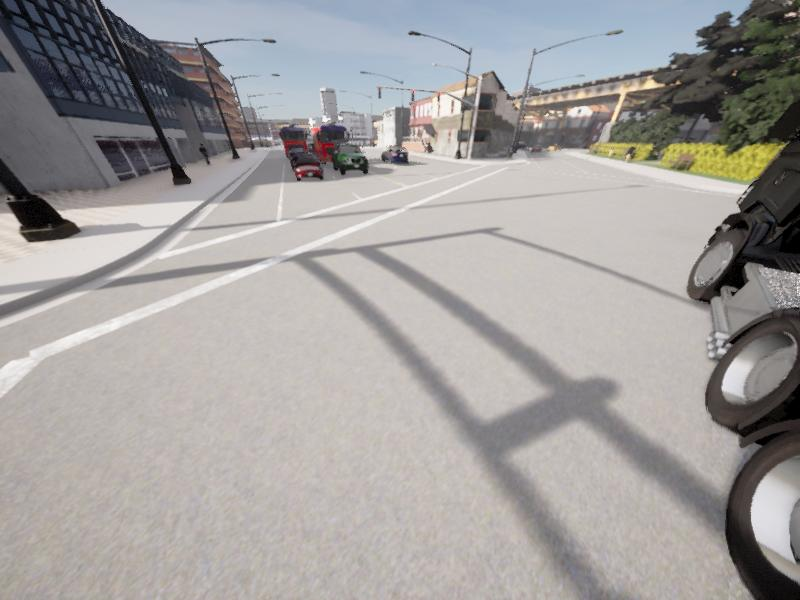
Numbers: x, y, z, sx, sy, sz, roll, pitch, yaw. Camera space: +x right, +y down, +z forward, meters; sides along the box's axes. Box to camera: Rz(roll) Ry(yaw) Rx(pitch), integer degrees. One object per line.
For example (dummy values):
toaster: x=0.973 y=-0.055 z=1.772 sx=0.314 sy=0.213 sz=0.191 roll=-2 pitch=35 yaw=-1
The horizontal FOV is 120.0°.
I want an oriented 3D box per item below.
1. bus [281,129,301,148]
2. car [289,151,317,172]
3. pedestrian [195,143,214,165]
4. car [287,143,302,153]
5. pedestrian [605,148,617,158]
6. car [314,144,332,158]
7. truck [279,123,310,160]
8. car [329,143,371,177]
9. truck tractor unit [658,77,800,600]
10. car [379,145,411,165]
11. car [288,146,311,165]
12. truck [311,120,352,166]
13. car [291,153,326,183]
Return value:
bus: x=-30.724 y=-45.413 z=65.185 sx=3.944 sy=4.253 sz=10.273 roll=-13 pitch=36 yaw=-18
car: x=-9.250 y=-13.230 z=21.916 sx=1.994 sy=1.385 sz=4.181 roll=-12 pitch=37 yaw=-17
pedestrian: x=-19.106 y=-14.326 z=22.665 sx=0.751 sy=1.860 sz=0.751 roll=-18 pitch=39 yaw=-25
car: x=-18.426 y=-26.634 z=40.424 sx=1.994 sy=1.385 sz=4.181 roll=-13 pitch=38 yaw=-18
pedestrian: x=31.224 y=-21.821 z=34.248 sx=0.751 sy=1.300 sz=0.751 roll=17 pitch=38 yaw=23
car: x=-11.422 y=-21.929 z=34.004 sx=1.812 sy=1.442 sz=4.674 roll=-13 pitch=38 yaw=-18
truck: x=-15.158 y=-22.825 z=33.151 sx=2.891 sy=3.827 sz=8.468 roll=-13 pitch=38 yaw=-18
car: x=-4.290 y=-11.911 z=19.430 sx=2.150 sy=2.045 sz=5.566 roll=-13 pitch=37 yaw=-18
truck tractor unit: x=4.759 y=-0.558 z=1.138 sx=3.053 sy=4.208 sz=6.516 roll=28 pitch=44 yaw=34
car: x=-0.636 y=-17.179 z=27.310 sx=2.242 sy=1.667 sz=4.611 roll=-13 pitch=38 yaw=-18
car: x=-11.833 y=-17.025 z=27.098 sx=2.038 sy=1.542 sz=4.974 roll=-13 pitch=37 yaw=-18
truck: x=-8.115 y=-18.181 z=26.784 sx=2.891 sy=3.827 sz=8.468 roll=-13 pitch=38 yaw=-18
car: x=-6.594 y=-9.530 z=16.502 sx=1.816 sy=1.474 sz=4.193 roll=-13 pitch=37 yaw=-18
